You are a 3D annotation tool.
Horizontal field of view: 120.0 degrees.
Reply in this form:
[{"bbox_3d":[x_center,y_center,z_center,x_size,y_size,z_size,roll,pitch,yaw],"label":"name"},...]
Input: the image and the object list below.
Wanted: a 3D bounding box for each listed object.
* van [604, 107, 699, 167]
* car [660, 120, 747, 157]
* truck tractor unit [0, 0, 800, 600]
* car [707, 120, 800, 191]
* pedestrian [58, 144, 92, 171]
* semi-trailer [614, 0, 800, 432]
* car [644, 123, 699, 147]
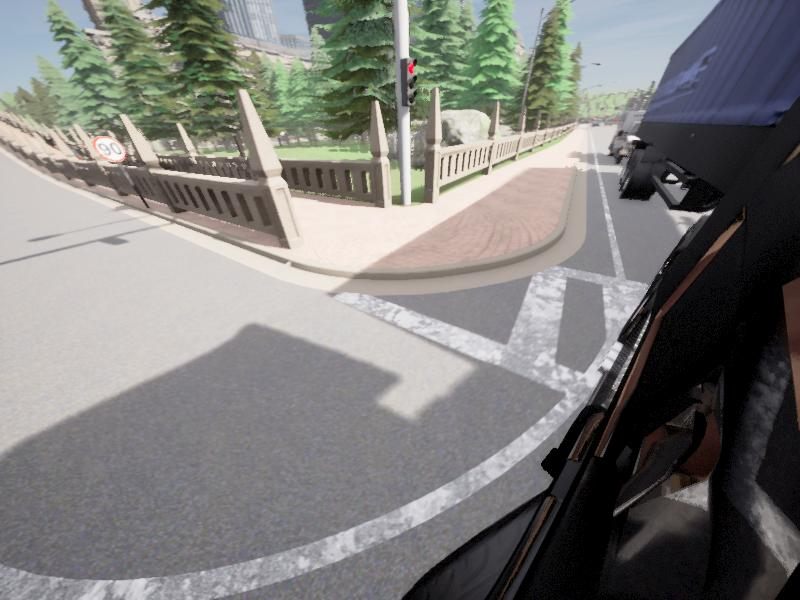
[{"bbox_3d":[14.610,-9.962,14.063,2.351,2.431,6.366,19,42,27],"label":"van"},{"bbox_3d":[19.833,-10.867,15.460,2.097,1.767,4.553,19,42,27],"label":"car"},{"bbox_3d":[2.645,-0.295,0.351,6.516,4.208,3.053,-28,44,-30],"label":"truck tractor unit"},{"bbox_3d":[14.208,-5.456,8.495,1.932,1.855,4.605,19,41,27],"label":"car"},{"bbox_3d":[-27.723,-12.159,19.736,0.751,1.860,0.751,19,42,27],"label":"pedestrian"},{"bbox_3d":[7.611,-4.171,5.071,2.717,4.402,14.254,22,43,29],"label":"semi-trailer"},{"bbox_3d":[23.925,-14.710,20.581,2.007,1.525,4.514,19,42,27],"label":"car"}]
